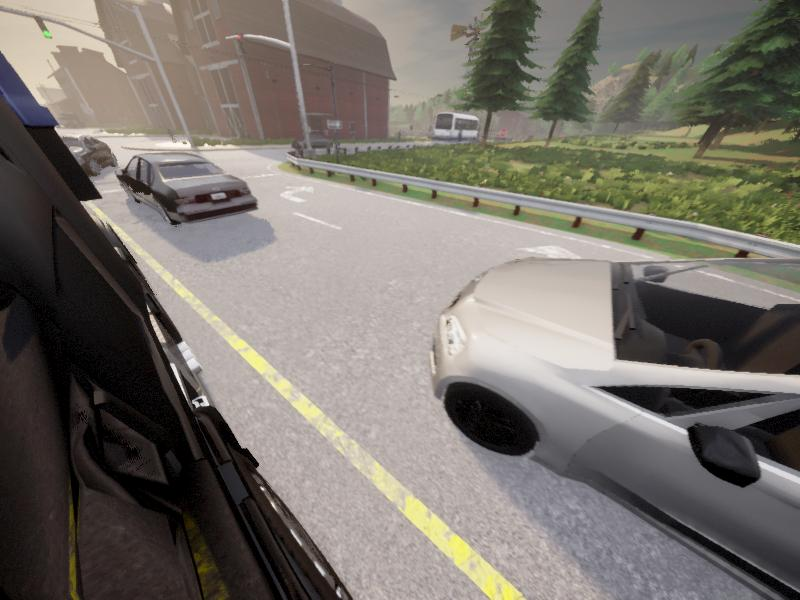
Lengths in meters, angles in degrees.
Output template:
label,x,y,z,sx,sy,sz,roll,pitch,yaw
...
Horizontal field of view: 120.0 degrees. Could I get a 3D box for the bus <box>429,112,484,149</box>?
label,x,y,z,sx,sy,sz,roll,pitch,yaw
bus,9.226,-27.252,37.247,3.944,4.253,10.273,26,43,28

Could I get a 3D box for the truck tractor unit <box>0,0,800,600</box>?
label,x,y,z,sx,sy,sz,roll,pitch,yaw
truck tractor unit,-2.645,-0.295,0.351,6.516,4.208,3.053,28,44,30

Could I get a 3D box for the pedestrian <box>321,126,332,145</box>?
label,x,y,z,sx,sy,sz,roll,pitch,yaw
pedestrian,-8.911,-20.050,28.160,0.751,1.860,0.751,25,42,27

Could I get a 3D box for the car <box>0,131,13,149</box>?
label,x,y,z,sx,sy,sz,roll,pitch,yaw
car,-29.233,-11.430,15.994,4.181,1.385,1.994,25,42,27

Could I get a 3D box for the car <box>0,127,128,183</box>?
label,x,y,z,sx,sy,sz,roll,pitch,yaw
car,-14.560,-6.485,10.206,2.128,1.511,4.902,-15,40,-30

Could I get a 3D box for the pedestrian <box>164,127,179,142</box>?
label,x,y,z,sx,sy,sz,roll,pitch,yaw
pedestrian,-21.892,-15.873,22.148,0.500,1.100,0.500,8,37,7

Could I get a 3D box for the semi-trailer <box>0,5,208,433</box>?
label,x,y,z,sx,sy,sz,roll,pitch,yaw
semi-trailer,-9.094,-3.301,3.797,14.254,4.402,2.717,23,42,25

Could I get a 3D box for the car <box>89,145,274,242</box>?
label,x,y,z,sx,sy,sz,roll,pitch,yaw
car,-6.244,-3.326,6.547,5.357,1.411,2.033,25,42,27

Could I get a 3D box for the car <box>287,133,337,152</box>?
label,x,y,z,sx,sy,sz,roll,pitch,yaw
car,-8.705,-15.837,23.233,1.994,1.385,4.181,26,42,28

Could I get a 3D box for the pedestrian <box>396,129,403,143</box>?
label,x,y,z,sx,sy,sz,roll,pitch,yaw
pedestrian,-0.059,-26.337,37.143,0.751,1.860,0.751,32,45,33

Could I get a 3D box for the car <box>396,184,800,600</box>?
label,x,y,z,sx,sy,sz,roll,pitch,yaw
car,2.509,0.647,1.540,4.611,1.667,2.242,25,42,27

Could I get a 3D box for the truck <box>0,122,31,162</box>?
label,x,y,z,sx,sy,sz,roll,pitch,yaw
truck,-22.780,-8.872,12.051,5.204,2.467,2.627,25,42,27
